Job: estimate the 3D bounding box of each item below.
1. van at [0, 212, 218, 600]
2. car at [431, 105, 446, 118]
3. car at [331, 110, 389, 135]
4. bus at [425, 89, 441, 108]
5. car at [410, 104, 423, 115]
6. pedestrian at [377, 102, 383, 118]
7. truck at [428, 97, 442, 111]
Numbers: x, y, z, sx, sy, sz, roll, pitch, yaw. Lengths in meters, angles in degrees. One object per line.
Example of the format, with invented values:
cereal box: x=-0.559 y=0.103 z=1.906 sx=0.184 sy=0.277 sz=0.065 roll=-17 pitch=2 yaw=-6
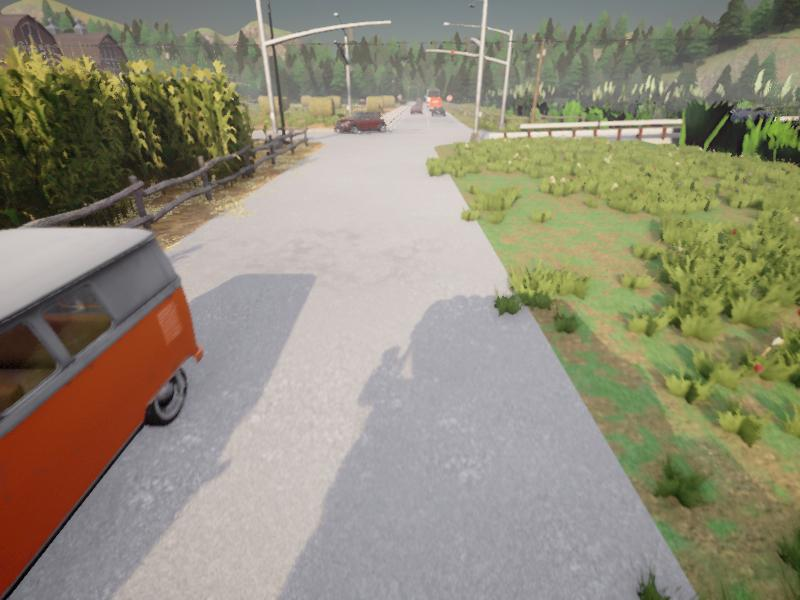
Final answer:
van: x=-3.138 y=1.000 z=2.512 sx=1.775 sy=1.987 sz=4.442 roll=0 pitch=27 yaw=0
car: x=6.086 y=-30.001 z=63.497 sx=2.152 sy=1.651 sz=5.027 roll=1 pitch=27 yaw=3
car: x=-3.417 y=-15.451 z=34.761 sx=4.553 sy=1.767 sz=2.097 roll=-20 pitch=33 yaw=-34
bus: x=8.340 y=-51.736 z=102.624 sx=3.944 sy=4.253 sz=10.273 roll=1 pitch=27 yaw=3
car: x=2.792 y=-31.870 z=66.992 sx=2.163 sy=1.488 sz=4.792 roll=1 pitch=27 yaw=3
pedestrian: x=-2.778 y=-26.065 z=54.893 sx=0.751 sy=1.860 sz=0.751 roll=0 pitch=27 yaw=1
truck: x=7.192 y=-40.017 z=81.759 sx=2.627 sy=2.467 sz=5.204 roll=1 pitch=27 yaw=3
